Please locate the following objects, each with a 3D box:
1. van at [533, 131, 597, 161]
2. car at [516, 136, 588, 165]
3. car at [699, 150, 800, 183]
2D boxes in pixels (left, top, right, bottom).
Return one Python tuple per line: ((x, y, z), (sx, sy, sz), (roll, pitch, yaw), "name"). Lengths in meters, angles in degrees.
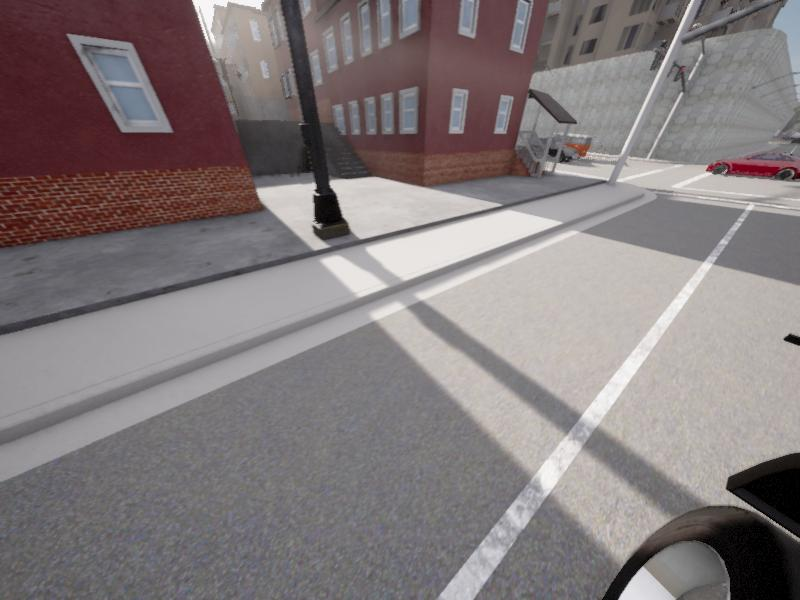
((16.231, -15.386, 23.024), (1.775, 1.987, 4.442), (-24, 47, -29), "van")
((13.579, -13.682, 21.022), (2.033, 1.649, 4.856), (-22, 46, -28), "car")
((22.891, -8.578, 14.683), (1.994, 1.385, 4.181), (-14, 37, -19), "car")
